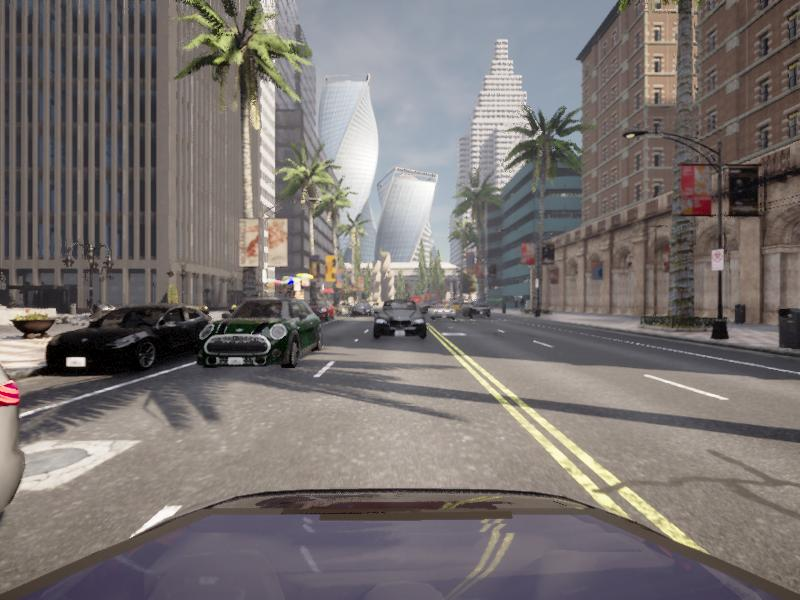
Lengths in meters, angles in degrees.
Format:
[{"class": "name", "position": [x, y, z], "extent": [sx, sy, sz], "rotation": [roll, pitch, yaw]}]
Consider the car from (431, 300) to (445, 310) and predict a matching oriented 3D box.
[{"class": "car", "position": [6.576, 0.817, 69.547], "extent": [2.097, 1.767, 4.553], "rotation": [0, 0, -1]}]

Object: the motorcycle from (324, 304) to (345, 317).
[{"class": "motorcycle", "position": [-6.550, 1.053, 39.935], "extent": [0.764, 1.277, 2.356], "rotation": [0, 0, 29]}]

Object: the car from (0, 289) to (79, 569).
[{"class": "car", "position": [-3.501, 0.760, 0.651], "extent": [2.242, 1.667, 4.611], "rotation": [0, 0, 0]}]

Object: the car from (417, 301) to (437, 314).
[{"class": "car", "position": [3.299, 0.915, 49.118], "extent": [2.038, 1.542, 4.974], "rotation": [0, 0, -1]}]

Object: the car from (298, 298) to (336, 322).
[{"class": "car", "position": [-6.621, 0.756, 32.579], "extent": [2.185, 1.767, 4.553], "rotation": [0, 0, -1]}]

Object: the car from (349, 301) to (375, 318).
[{"class": "car", "position": [-3.589, 0.895, 38.600], "extent": [2.038, 1.542, 4.974], "rotation": [0, 0, -1]}]

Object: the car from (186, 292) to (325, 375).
[{"class": "car", "position": [-3.500, 0.716, 10.765], "extent": [2.097, 1.767, 4.553], "rotation": [0, 0, 0]}]

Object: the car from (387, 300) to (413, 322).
[{"class": "car", "position": [-0.029, 0.836, 32.869], "extent": [2.033, 1.649, 4.856], "rotation": [0, 0, 0]}]

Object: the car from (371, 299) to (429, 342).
[{"class": "car", "position": [-0.002, 0.789, 17.779], "extent": [2.242, 1.667, 4.611], "rotation": [0, 0, 0]}]

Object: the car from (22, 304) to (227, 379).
[{"class": "car", "position": [-6.691, 0.873, 10.617], "extent": [2.163, 1.488, 4.792], "rotation": [0, 0, -1]}]

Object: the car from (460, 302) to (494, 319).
[{"class": "car", "position": [6.929, 0.902, 36.545], "extent": [2.128, 1.511, 4.902], "rotation": [0, 0, 0]}]

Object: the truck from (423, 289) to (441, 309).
[{"class": "truck", "position": [6.447, -0.180, 81.867], "extent": [2.891, 3.827, 8.468], "rotation": [0, 0, -1]}]

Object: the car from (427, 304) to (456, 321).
[{"class": "car", "position": [3.450, 1.004, 33.904], "extent": [1.895, 1.301, 4.718], "rotation": [0, 0, -1]}]
